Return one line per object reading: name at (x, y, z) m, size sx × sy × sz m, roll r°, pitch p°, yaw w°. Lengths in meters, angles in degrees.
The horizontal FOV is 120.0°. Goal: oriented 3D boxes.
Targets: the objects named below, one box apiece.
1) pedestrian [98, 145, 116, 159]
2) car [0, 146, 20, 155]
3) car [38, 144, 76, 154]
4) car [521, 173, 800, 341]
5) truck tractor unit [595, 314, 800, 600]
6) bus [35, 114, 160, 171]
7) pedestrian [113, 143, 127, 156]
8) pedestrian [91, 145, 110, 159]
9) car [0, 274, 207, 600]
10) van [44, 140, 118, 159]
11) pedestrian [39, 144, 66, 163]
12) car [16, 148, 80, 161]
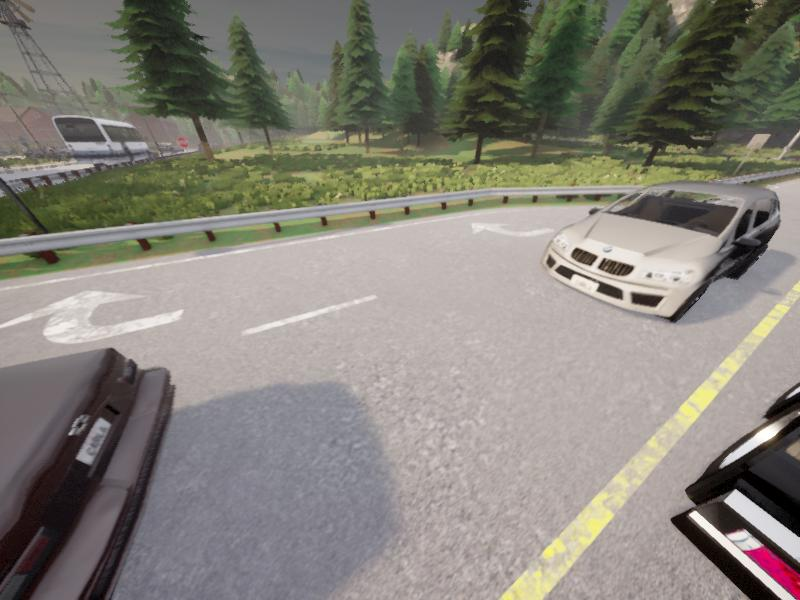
pedestrian at (-46.967, -23.781, 37.030) m, size 0.751 × 1.860 × 0.751 m, roll 3°, pitch 35°, yaw 4°
car at (-81.022, -30.072, 46.539) m, size 4.193 × 1.474 × 1.816 m, roll -22°, pitch 40°, yaw -29°
car at (-75.727, -33.411, 51.067) m, size 1.905 × 1.878 × 3.866 m, roll 10°, pitch 36°, yaw 15°
car at (5.109, -1.277, 4.461) m, size 4.611 × 1.667 × 2.242 m, roll -16°, pitch 38°, yaw -23°
truck tractor unit at (5.201, -0.199, 0.631) m, size 6.516 × 4.208 × 3.053 m, roll -14°, pitch 37°, yaw -19°
bus at (-31.827, -17.264, 25.481) m, size 3.944 × 4.253 × 10.273 m, roll -16°, pitch 37°, yaw -22°
pedestrian at (-50.864, -27.342, 41.946) m, size 0.751 × 1.860 × 0.751 m, roll 26°, pitch 42°, yaw 32°
pedestrian at (-45.862, -22.676, 35.423) m, size 0.751 × 1.860 × 0.751 m, roll -9°, pitch 35°, yaw -12°
car at (-4.145, 1.586, 0.525) m, size 5.357 × 1.411 × 2.033 m, roll -17°, pitch 38°, yaw -23°
van at (-52.168, -24.807, 38.063) m, size 6.366 × 2.431 × 2.351 m, roll -15°, pitch 37°, yaw -21°
pedestrian at (-40.989, -17.278, 27.295) m, size 0.751 × 1.860 × 0.751 m, roll -11°, pitch 36°, yaw -16°
car at (-52.669, -21.969, 34.764) m, size 4.792 × 1.488 × 2.163 m, roll -17°, pitch 38°, yaw -23°
